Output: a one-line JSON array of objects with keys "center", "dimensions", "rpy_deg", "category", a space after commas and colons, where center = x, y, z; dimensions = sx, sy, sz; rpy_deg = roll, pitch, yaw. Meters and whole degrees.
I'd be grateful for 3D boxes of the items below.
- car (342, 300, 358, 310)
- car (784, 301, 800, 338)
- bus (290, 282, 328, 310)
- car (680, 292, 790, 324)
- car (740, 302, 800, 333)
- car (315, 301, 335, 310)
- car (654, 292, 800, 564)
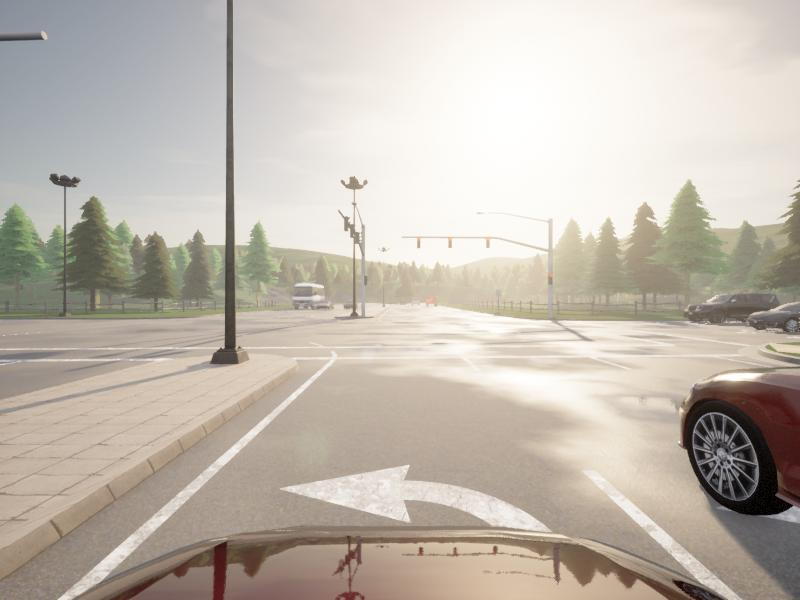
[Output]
[{"center": [-7.985, 0.788, 64.315], "dimensions": [1.837, 1.490, 4.892], "rpy_deg": [0, 0, 0], "category": "car"}, {"center": [19.246, 0.822, 16.404], "dimensions": [4.902, 1.511, 2.128], "rpy_deg": [0, 0, 0], "category": "car"}, {"center": [-14.865, -0.593, 66.190], "dimensions": [3.944, 4.253, 10.273], "rpy_deg": [0, 0, 0], "category": "bus"}, {"center": [22.336, 0.543, 26.877], "dimensions": [5.566, 2.045, 2.150], "rpy_deg": [0, 0, 1], "category": "car"}, {"center": [20.153, 0.827, 19.904], "dimensions": [4.892, 1.490, 1.837], "rpy_deg": [0, 0, 1], "category": "car"}, {"center": [-11.488, 0.841, 61.841], "dimensions": [2.033, 1.411, 5.357], "rpy_deg": [0, 0, 0], "category": "car"}, {"center": [3.500, 0.779, 1.307], "dimensions": [2.152, 1.651, 5.027], "rpy_deg": [0, 0, 0], "category": "car"}]
